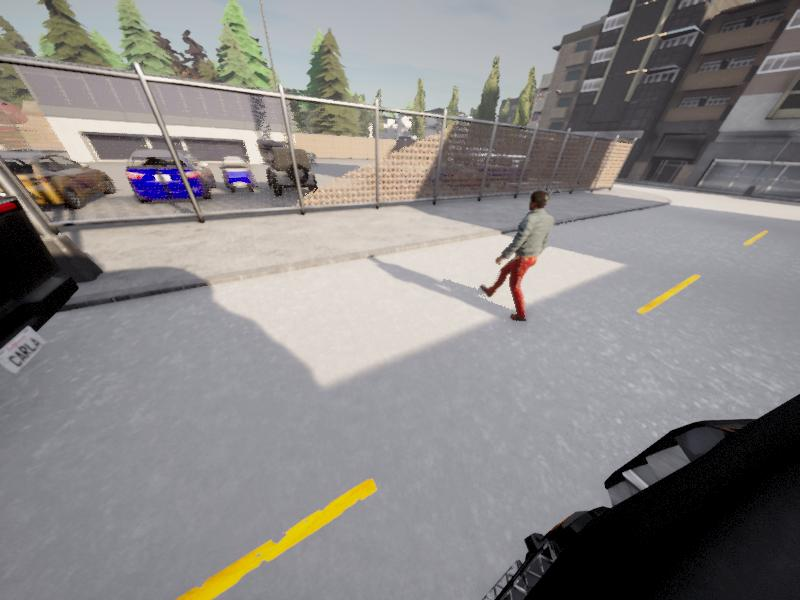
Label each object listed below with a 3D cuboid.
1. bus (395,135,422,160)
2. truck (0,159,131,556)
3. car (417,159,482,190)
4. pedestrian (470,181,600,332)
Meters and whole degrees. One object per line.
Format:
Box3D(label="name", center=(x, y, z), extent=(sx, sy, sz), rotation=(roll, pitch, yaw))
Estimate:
Box3D(label="bus", center=(1.968, -33.920, 51.406), extent=(3.944, 4.253, 10.273), rotation=(8, 35, 9))
Box3D(label="truck", center=(-5.713, 0.851, 0.327), extent=(6.274, 2.098, 2.390), rotation=(-16, 38, -26))
Box3D(label="car", center=(3.183, -8.217, 15.090), extent=(3.705, 1.547, 1.789), rotation=(-16, 38, -26))
Box3D(label="pedestrian", center=(1.733, -0.589, 3.267), extent=(0.751, 1.860, 0.751), rotation=(-15, 37, -25))
